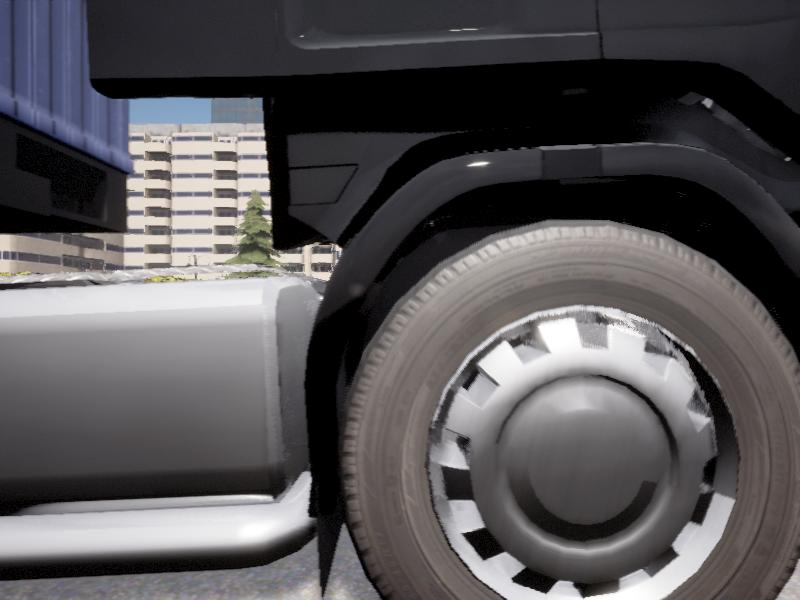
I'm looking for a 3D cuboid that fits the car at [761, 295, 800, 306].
[{"bbox_3d":[53.456,0.122,56.175,1.970,1.475,3.806,0,0,0],"label":"car"}]

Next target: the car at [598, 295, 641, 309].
[{"bbox_3d":[24.457,0.243,44.766,2.163,1.488,4.792,0,0,0],"label":"car"}]

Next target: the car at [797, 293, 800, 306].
[{"bbox_3d":[59.035,-0.121,56.221,1.932,1.855,4.605,0,0,0],"label":"car"}]

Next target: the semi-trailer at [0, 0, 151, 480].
[{"bbox_3d":[-9.344,-1.214,2.196,14.254,4.402,2.717,0,0,0],"label":"semi-trailer"}]

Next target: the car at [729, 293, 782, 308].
[{"bbox_3d":[42.056,0.054,47.517,2.242,1.667,4.611,0,0,0],"label":"car"}]

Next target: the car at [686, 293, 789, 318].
[{"bbox_3d":[21.011,0.288,25.309,2.033,1.411,5.357,0,0,0],"label":"car"}]

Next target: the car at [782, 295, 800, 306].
[{"bbox_3d":[56.351,0.090,56.173,1.784,1.438,3.905,0,0,0],"label":"car"}]

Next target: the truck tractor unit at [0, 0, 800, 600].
[{"bbox_3d":[-1.431,-1.117,2.198,6.516,4.208,3.053,0,0,0],"label":"truck tractor unit"}]

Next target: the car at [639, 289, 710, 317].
[{"bbox_3d":[17.511,0.183,25.799,1.851,1.617,3.988,0,0,0],"label":"car"}]

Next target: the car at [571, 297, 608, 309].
[{"bbox_3d":[20.958,0.337,44.502,1.895,1.301,4.718,0,0,0],"label":"car"}]
